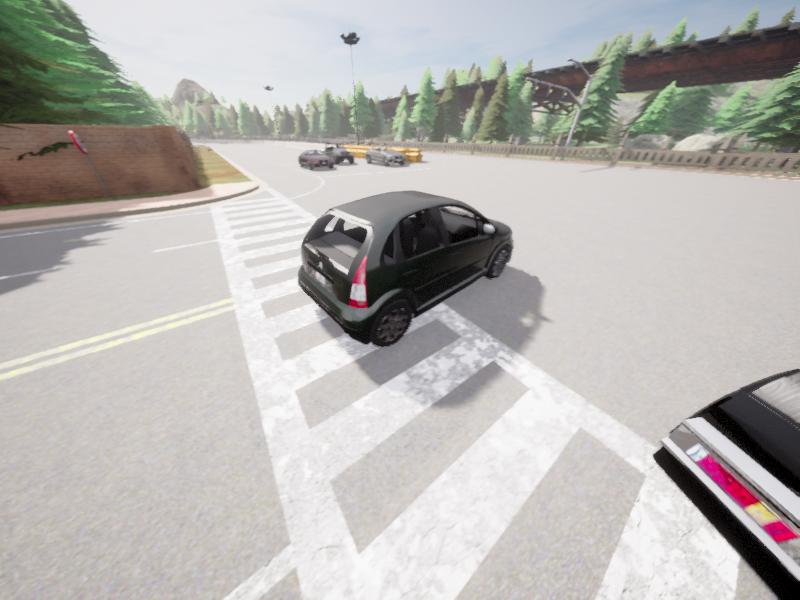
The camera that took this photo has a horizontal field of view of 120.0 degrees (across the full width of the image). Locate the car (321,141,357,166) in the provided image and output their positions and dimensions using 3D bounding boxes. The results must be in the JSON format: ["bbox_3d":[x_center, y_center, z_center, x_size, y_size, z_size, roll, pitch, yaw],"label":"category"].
[{"bbox_3d":[-6.271,-14.987,23.503,1.905,1.878,3.866,-22,41,-29],"label":"car"}]

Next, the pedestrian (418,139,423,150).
[{"bbox_3d":[4.325,-33.017,48.998,0.751,1.860,0.751,-21,41,-28],"label":"pedestrian"}]

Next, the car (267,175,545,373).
[{"bbox_3d":[0.410,-0.956,3.937,3.988,1.617,1.851,-27,44,-34],"label":"car"}]

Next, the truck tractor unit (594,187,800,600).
[{"bbox_3d":[5.365,0.138,0.191,6.516,4.208,3.053,-3,34,-5],"label":"truck tractor unit"}]

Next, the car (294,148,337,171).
[{"bbox_3d":[-7.318,-12.182,19.958,1.994,1.385,4.181,-22,41,-29],"label":"car"}]

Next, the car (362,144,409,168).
[{"bbox_3d":[-1.539,-14.520,23.153,2.152,1.651,5.027,-22,41,-29],"label":"car"}]
